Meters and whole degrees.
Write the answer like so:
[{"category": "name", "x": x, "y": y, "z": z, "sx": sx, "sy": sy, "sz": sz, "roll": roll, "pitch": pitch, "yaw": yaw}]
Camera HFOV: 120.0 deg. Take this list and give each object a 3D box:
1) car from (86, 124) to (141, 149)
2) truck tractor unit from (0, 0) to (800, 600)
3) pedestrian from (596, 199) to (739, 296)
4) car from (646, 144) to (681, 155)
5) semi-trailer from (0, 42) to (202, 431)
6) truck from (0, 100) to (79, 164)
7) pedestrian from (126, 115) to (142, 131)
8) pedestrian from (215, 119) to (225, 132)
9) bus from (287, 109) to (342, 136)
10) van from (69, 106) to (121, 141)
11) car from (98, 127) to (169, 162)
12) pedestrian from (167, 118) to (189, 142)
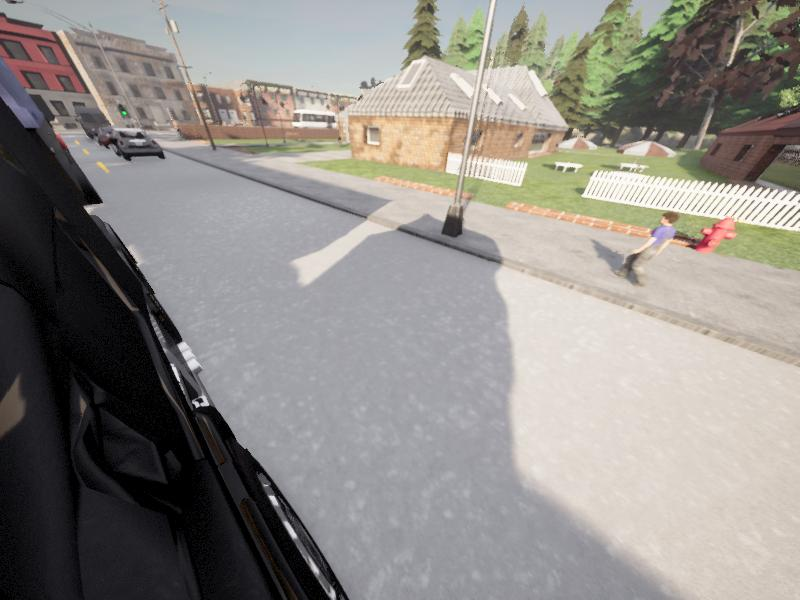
[{"category": "car", "x": -23.086, "y": -13.193, "z": 18.619, "sx": 4.181, "sy": 1.385, "sz": 1.994, "roll": 28, "pitch": 44, "yaw": 30}, {"category": "truck tractor unit", "x": -2.645, "y": -0.295, "z": 0.351, "sx": 6.516, "sy": 4.208, "sz": 3.053, "roll": 28, "pitch": 44, "yaw": 30}, {"category": "pedestrian", "x": 4.171, "y": -0.851, "z": 3.758, "sx": 0.751, "sy": 1.300, "sz": 0.751, "roll": -8, "pitch": 38, "yaw": -14}, {"category": "car", "x": 55.897, "y": -32.022, "z": 49.129, "sx": 4.514, "sy": 1.525, "sz": 2.007, "roll": 28, "pitch": 44, "yaw": 30}, {"category": "semi-trailer", "x": -8.702, "y": -3.608, "z": 4.216, "sx": 14.254, "sy": 4.402, "sz": 2.717, "roll": 28, "pitch": 44, "yaw": 30}, {"category": "truck", "x": -20.414, "y": -9.077, "z": 12.385, "sx": 5.204, "sy": 2.467, "sz": 2.627, "roll": 28, "pitch": 44, "yaw": 30}, {"category": "pedestrian", "x": -40.659, "y": -27.072, "z": 35.372, "sx": 0.751, "sy": 1.860, "sz": 0.751, "roll": 23, "pitch": 41, "yaw": 25}, {"category": "pedestrian", "x": -33.555, "y": -32.509, "z": 43.082, "sx": 0.751, "sy": 1.860, "sz": 0.751, "roll": 29, "pitch": 44, "yaw": 31}, {"category": "bus", "x": -18.344, "y": -38.842, "z": 50.733, "sx": 3.944, "sy": 4.253, "sz": 10.273, "roll": 28, "pitch": 44, "yaw": 30}, {"category": "van", "x": -31.058, "y": -17.987, "z": 23.522, "sx": 5.915, "sy": 2.561, "sz": 1.988, "roll": 29, "pitch": 44, "yaw": 31}, {"category": "car", "x": -16.449, "y": -9.685, "z": 14.277, "sx": 3.806, "sy": 1.475, "sz": 1.970, "roll": 28, "pitch": 44, "yaw": 30}, {"category": "pedestrian", "x": -22.292, "y": -17.112, "z": 23.259, "sx": 0.751, "sy": 1.860, "sz": 0.751, "roll": 25, "pitch": 42, "yaw": 27}]
